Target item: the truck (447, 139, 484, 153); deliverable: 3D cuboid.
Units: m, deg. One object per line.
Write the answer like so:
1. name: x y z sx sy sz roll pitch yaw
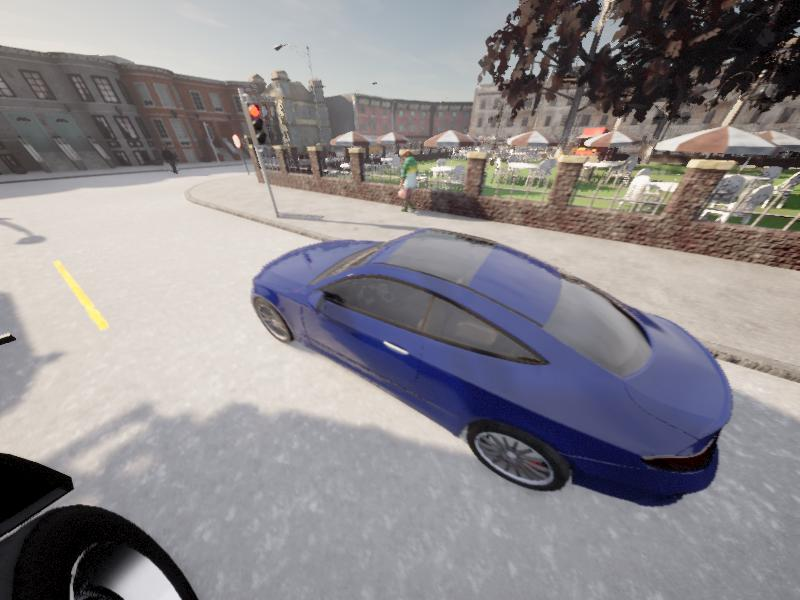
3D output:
1. truck: 12.176 -28.721 43.033 6.274 2.098 2.390 11 36 15

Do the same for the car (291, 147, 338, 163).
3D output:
1. car: -9.388 -16.297 25.880 1.895 1.301 4.718 21 40 26

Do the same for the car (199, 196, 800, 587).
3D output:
1. car: 0.197 0.018 2.640 4.674 1.442 1.812 20 40 25

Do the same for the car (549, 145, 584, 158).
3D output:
1. car: 24.359 -21.778 33.810 3.806 1.475 1.970 20 40 26

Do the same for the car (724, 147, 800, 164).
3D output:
1. car: 43.489 -17.379 27.693 4.902 1.511 2.128 21 40 26

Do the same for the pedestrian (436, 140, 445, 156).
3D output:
1. pedestrian: 5.884 -22.112 33.568 0.751 1.860 0.751 -23 41 -29

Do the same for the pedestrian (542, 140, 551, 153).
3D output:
1. pedestrian: 25.988 -27.204 40.982 0.751 1.860 0.751 -28 44 -34

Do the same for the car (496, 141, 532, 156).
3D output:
1. car: 18.260 -24.349 37.063 4.605 1.855 1.932 21 40 27

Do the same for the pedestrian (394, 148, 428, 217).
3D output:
1. pedestrian: 0.338 -3.780 7.441 0.751 1.860 0.751 21 40 26

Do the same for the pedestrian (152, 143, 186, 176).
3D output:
1. pedestrian: -15.693 -9.567 15.724 0.751 1.860 0.751 21 40 26

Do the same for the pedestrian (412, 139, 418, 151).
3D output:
1. pedestrian: 2.823 -29.242 43.678 0.751 1.860 0.751 -21 41 -28

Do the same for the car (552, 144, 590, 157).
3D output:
1. car: 26.870 -23.628 36.418 4.514 1.525 2.007 21 40 26

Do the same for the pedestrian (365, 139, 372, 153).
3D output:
1. pedestrian: -5.382 -26.046 39.063 0.751 1.860 0.751 22 40 28

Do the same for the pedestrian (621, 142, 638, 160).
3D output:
1. pedestrian: 28.673 -18.695 28.907 0.751 1.860 0.751 -29 45 -35

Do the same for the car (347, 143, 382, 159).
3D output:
1. car: -4.765 -20.504 31.690 1.882 1.535 5.008 21 40 26
